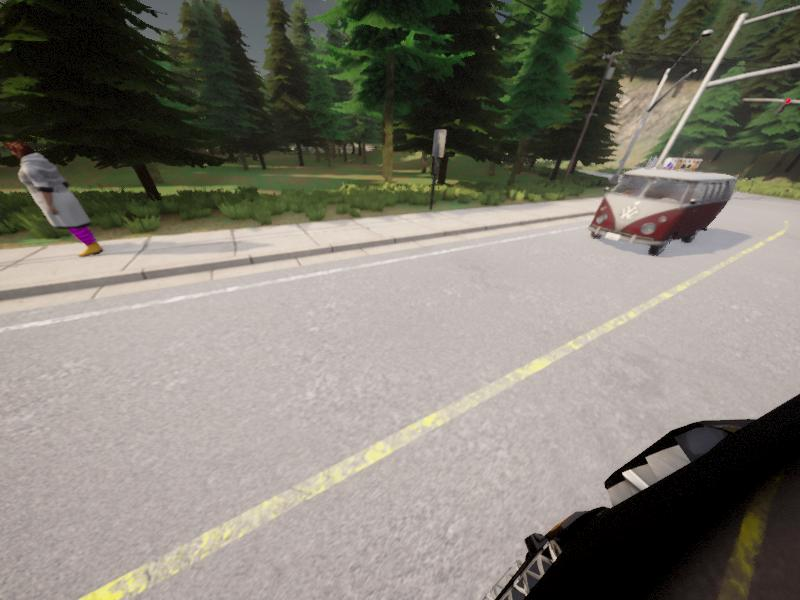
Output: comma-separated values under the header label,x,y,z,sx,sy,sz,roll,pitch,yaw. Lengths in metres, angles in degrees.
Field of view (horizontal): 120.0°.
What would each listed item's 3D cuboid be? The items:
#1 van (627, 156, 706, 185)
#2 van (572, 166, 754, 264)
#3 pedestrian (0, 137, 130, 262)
label,x,y,z,sx,sy,sz,roll,pitch,yaw
van,31.622,-15.759,27.922,2.351,2.431,6.366,6,34,4
van,7.644,-2.694,6.803,4.442,1.987,1.775,-15,37,-25
pedestrian,-6.044,-1.734,4.103,0.751,1.860,0.751,-11,36,-20
